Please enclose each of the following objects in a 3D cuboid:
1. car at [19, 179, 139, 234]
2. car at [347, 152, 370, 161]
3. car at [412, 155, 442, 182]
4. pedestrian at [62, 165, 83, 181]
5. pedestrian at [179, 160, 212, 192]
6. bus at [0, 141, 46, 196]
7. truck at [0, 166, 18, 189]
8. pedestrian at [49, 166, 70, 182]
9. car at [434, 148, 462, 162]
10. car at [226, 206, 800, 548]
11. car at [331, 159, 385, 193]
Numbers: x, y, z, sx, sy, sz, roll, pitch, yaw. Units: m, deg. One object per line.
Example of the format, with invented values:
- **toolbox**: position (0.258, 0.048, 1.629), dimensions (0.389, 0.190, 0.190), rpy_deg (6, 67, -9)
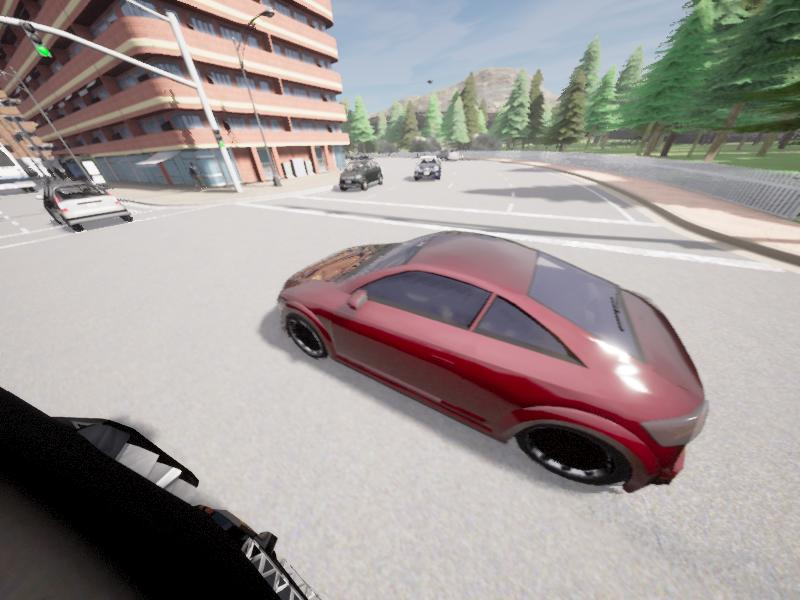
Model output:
- **car**: position (-13.410, -4.061, 9.697), dimensions (3.988, 1.617, 1.851), rpy_deg (16, 38, 26)
- **car**: position (-9.419, -32.472, 52.309), dimensions (4.974, 1.542, 2.038), rpy_deg (23, 41, 33)
- **car**: position (2.158, -10.122, 17.692), dimensions (1.970, 1.475, 3.806), rpy_deg (3, 34, 9)
- **pedestrian**: position (-44.999, -17.378, 31.716), dimensions (0.751, 1.860, 0.751), rpy_deg (16, 38, 26)
- **pedestrian**: position (-14.017, -8.498, 15.914), dimensions (0.751, 1.860, 0.751), rpy_deg (9, 35, 18)
- **bus**: position (-41.324, -13.050, 23.050), dimensions (10.273, 4.253, 3.944), rpy_deg (16, 38, 26)
- **truck**: position (-53.854, -16.595, 29.752), dimensions (8.468, 3.827, 2.891), rpy_deg (17, 38, 27)
- **pedestrian**: position (-47.317, -17.514, 32.100), dimensions (0.751, 1.860, 0.751), rpy_deg (17, 38, 27)
- **car**: position (7.531, -23.214, 36.887), dimensions (2.242, 1.667, 4.611), rpy_deg (-12, 35, -14)
- **car**: position (0.424, -0.011, 2.713), dimensions (4.181, 1.385, 1.994), rpy_deg (16, 38, 26)
- **car**: position (-2.491, -8.078, 14.890), dimensions (1.789, 1.549, 3.705), rpy_deg (8, 35, 16)
